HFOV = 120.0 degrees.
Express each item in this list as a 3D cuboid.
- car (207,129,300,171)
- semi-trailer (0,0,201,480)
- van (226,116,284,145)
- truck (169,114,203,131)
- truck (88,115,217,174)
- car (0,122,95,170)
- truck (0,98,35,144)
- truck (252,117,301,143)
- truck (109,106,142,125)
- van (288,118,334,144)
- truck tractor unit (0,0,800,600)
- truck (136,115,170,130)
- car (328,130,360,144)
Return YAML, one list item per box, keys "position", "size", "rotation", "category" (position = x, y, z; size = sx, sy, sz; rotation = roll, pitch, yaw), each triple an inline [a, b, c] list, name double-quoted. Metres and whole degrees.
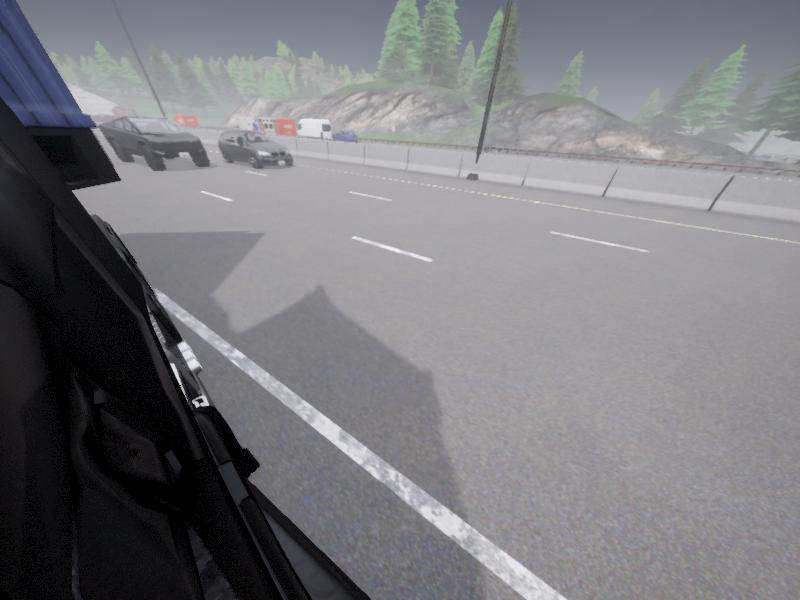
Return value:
- position: [-8.547, -8.882, 13.569]
  size: [4.611, 1.667, 2.242]
  rotation: [22, 41, 24]
  category: "car"
- position: [-10.058, -0.840, 0.475]
  size: [14.254, 4.402, 2.717]
  rotation: [-3, 36, -8]
  category: "semi-trailer"
- position: [-17.161, -20.066, 27.317]
  size: [6.366, 2.431, 2.351]
  rotation: [22, 41, 24]
  category: "van"
- position: [-42.595, -35.229, 45.972]
  size: [5.204, 2.467, 2.627]
  rotation: [22, 41, 24]
  category: "truck"
- position: [-13.168, -8.435, 12.344]
  size: [6.274, 2.098, 2.390]
  rotation: [22, 41, 24]
  category: "truck"
- position: [-18.286, -7.841, 11.606]
  size: [4.611, 1.667, 2.242]
  rotation: [22, 41, 24]
  category: "car"
- position: [-34.583, -15.251, 18.710]
  size: [8.468, 3.827, 2.891]
  rotation: [22, 41, 24]
  category: "truck"
- position: [-16.072, -22.115, 30.082]
  size: [5.204, 2.467, 2.627]
  rotation: [22, 41, 24]
  category: "truck"
- position: [-78.051, -52.484, 65.705]
  size: [8.468, 3.827, 2.891]
  rotation: [22, 41, 24]
  category: "truck"
- position: [-11.978, -22.914, 31.326]
  size: [5.915, 2.561, 1.988]
  rotation: [21, 41, 23]
  category: "van"
- position: [-2.645, -0.295, 0.351]
  size: [6.516, 4.208, 3.053]
  rotation: [28, 44, 30]
  category: "truck tractor unit"
- position: [-49.005, -35.178, 45.825]
  size: [6.274, 2.098, 2.390]
  rotation: [22, 41, 24]
  category: "truck"
- position: [-8.050, -23.440, 33.146]
  size: [4.193, 1.474, 1.816]
  rotation: [22, 41, 24]
  category: "car"
